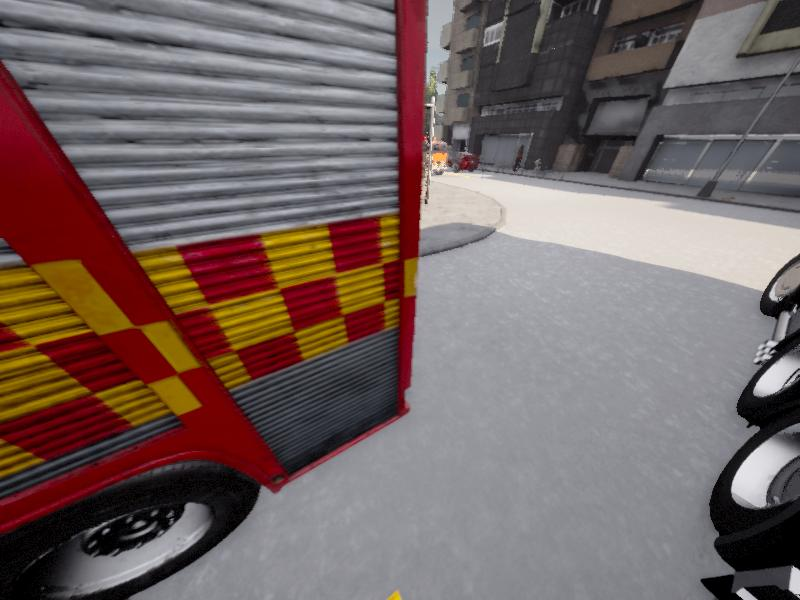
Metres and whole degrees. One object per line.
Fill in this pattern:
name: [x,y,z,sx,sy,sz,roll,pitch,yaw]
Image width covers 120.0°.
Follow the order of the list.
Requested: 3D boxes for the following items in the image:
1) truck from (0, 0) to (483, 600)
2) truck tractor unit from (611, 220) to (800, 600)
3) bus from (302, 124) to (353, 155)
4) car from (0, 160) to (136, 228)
truck: [-4.138,0.188,0.350,8.468,3.827,2.891,-18,39,-25]
truck tractor unit: [5.032,-0.373,0.883,6.516,4.208,3.053,-21,40,-27]
bus: [-12.959,-29.930,43.121,3.944,4.253,10.273,7,36,12]
car: [-11.652,-3.407,7.322,3.705,1.547,1.789,-18,39,-24]
